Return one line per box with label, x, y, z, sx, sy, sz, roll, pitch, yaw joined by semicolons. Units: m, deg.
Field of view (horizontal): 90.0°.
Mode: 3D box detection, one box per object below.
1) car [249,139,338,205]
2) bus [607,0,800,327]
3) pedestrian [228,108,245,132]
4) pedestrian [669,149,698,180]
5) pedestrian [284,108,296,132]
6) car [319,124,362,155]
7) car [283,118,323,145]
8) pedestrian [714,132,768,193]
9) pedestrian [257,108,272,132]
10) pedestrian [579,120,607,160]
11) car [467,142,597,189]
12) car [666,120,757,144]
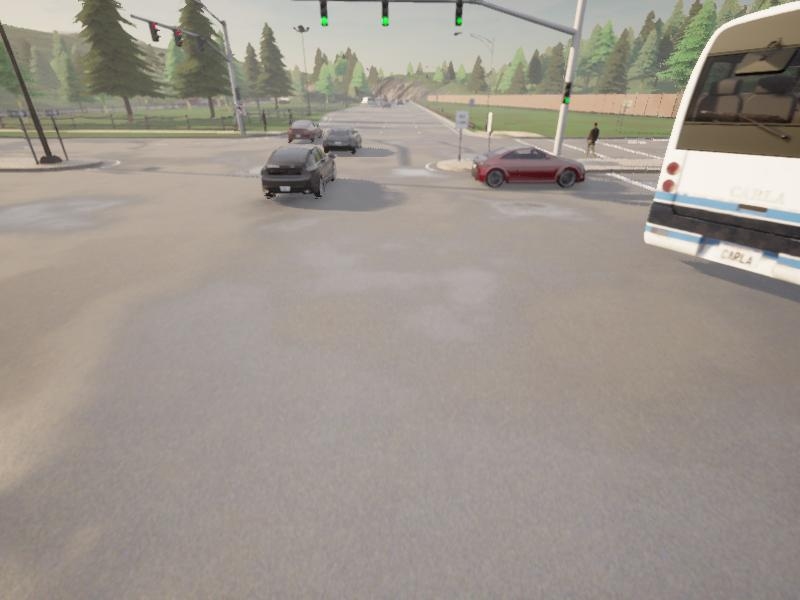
car;-3.496;-4.702;14.222;1.837;1.490;4.892;0;27;0
bus;9.805;-3.112;8.109;10.273;4.253;3.944;-14;28;-24
pedestrian;-14.280;-15.731;35.003;0.751;1.860;0.751;7;28;13
pedestrian;11.323;-5.415;16.004;0.500;1.100;0.500;-11;29;-21
pedestrian;-9.675;-15.867;35.286;0.751;1.860;0.751;-3;27;-5
car;-3.495;-9.835;24.403;1.994;1.385;4.181;0;27;0
car;-6.997;-12.453;29.438;1.812;1.442;4.674;0;27;0
pedestrian;11.885;-4.816;13.997;0.751;1.860;0.751;-18;32;-32
pedestrian;-11.833;-15.718;34.979;0.751;1.860;0.751;2;27;3
pedestrian;10.072;-8.369;20.946;0.751;1.860;0.751;-1;27;-2
car;4.847;-5.160;15.261;4.181;1.385;1.994;-1;27;-1
car;22.044;-11.947;28.456;4.674;1.442;1.812;0;27;1
